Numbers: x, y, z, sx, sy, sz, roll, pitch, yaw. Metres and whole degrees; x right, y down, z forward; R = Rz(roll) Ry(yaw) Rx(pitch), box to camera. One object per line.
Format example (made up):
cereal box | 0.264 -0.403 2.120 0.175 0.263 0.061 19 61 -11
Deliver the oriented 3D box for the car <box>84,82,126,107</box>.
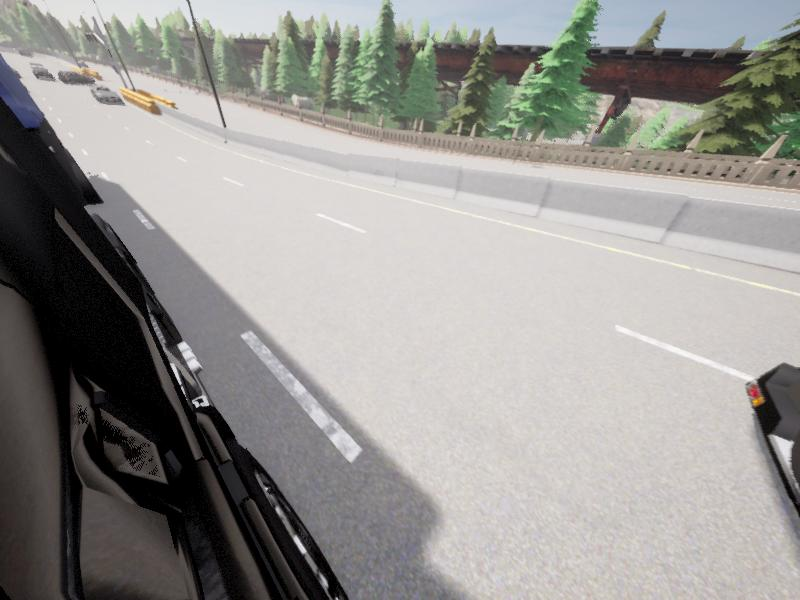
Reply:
car | -36.858 -25.710 28.892 5.027 1.651 2.152 34 46 26

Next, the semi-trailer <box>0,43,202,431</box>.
semi-trailer | -8.696 -3.608 4.227 14.254 4.402 2.717 28 44 30

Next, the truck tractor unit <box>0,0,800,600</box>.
truck tractor unit | -2.645 -0.295 0.351 6.516 4.208 3.053 28 44 30

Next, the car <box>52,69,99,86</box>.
car | -54.467 -37.399 38.943 1.851 1.617 3.988 13 41 4

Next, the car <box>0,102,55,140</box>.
car | -24.343 -11.467 14.780 3.633 1.501 1.845 32 46 26

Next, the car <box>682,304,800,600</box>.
car | 4.243 1.608 0.199 4.605 1.855 1.932 28 43 30

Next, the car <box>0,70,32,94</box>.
car | -45.930 -25.615 27.075 5.366 1.575 1.801 30 45 22
